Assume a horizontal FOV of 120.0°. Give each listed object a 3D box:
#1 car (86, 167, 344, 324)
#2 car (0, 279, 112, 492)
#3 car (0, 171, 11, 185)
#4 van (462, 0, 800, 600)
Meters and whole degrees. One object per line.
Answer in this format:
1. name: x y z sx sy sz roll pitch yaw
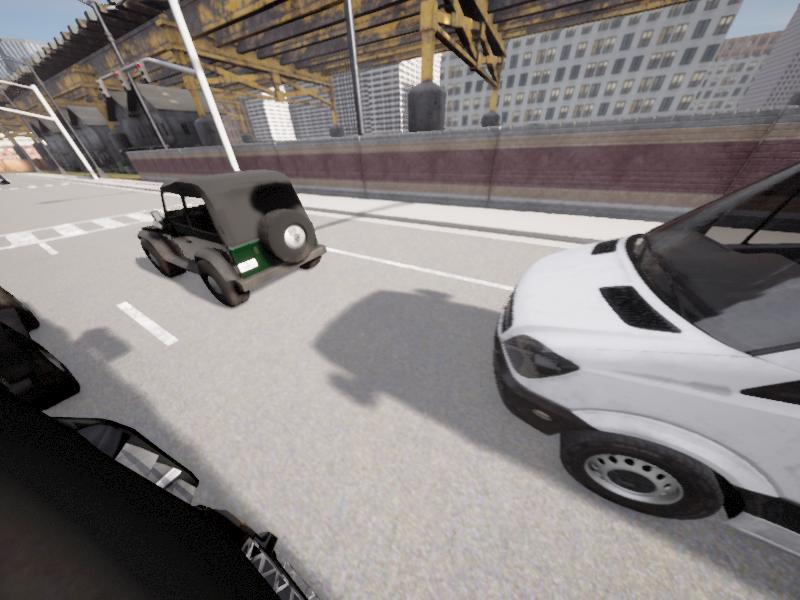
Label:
1. car: -3.342 -1.378 4.420 3.866 1.878 1.905 16 38 26
2. car: -4.993 0.391 1.888 3.866 1.878 1.905 16 38 26
3. car: -48.336 -14.391 26.957 5.027 1.651 2.152 16 38 26
4. van: 3.572 0.373 0.786 5.915 2.561 1.988 16 38 26
